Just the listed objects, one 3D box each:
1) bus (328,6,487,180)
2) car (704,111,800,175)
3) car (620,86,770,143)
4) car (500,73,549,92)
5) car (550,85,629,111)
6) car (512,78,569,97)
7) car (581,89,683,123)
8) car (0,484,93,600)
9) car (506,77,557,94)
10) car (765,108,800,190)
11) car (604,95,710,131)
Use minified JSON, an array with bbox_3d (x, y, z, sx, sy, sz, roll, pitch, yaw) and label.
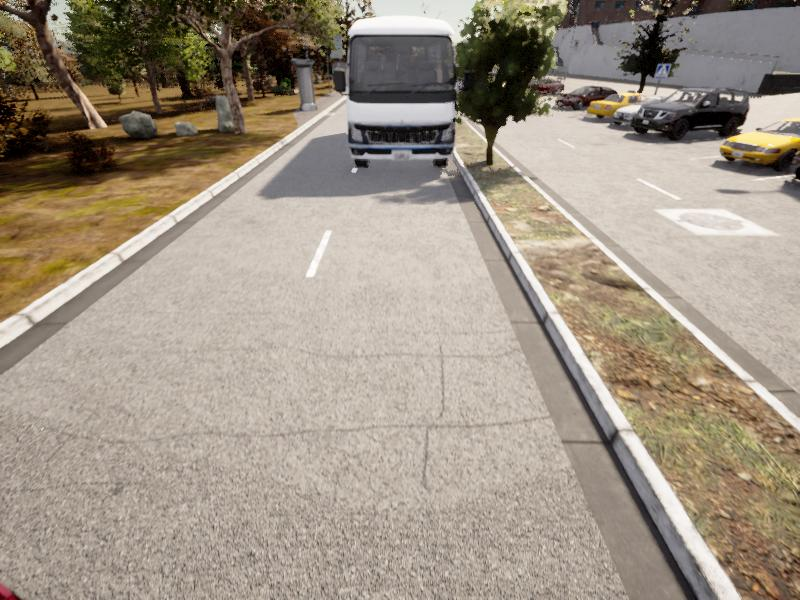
[{"bbox_3d":[0.075,-8.070,15.397,3.944,4.253,10.273,-1,31,-1],"label":"bus"},{"bbox_3d":[13.662,-5.540,13.818,5.366,1.575,1.946,-10,33,-17],"label":"car"},{"bbox_3d":[13.815,-8.859,18.886,5.566,2.045,2.435,-10,33,-17],"label":"car"},{"bbox_3d":[13.827,-24.305,44.619,4.553,1.767,2.185,-10,33,-17],"label":"car"},{"bbox_3d":[13.819,-14.838,29.312,4.792,1.488,2.163,-10,33,-17],"label":"car"},{"bbox_3d":[13.826,-21.065,39.577,4.792,1.488,2.163,-10,33,-17],"label":"car"},{"bbox_3d":[14.013,-11.794,24.231,5.366,1.575,1.946,-10,33,-17],"label":"car"},{"bbox_3d":[-2.998,2.440,0.467,1.994,1.385,4.181,0,30,0],"label":"car"},{"bbox_3d":[13.849,-22.621,42.164,4.674,1.452,2.002,-10,33,-17],"label":"car"},{"bbox_3d":[13.860,-4.253,11.177,5.566,2.045,2.435,-10,32,-17],"label":"car"},{"bbox_3d":[13.843,-10.170,21.621,4.674,1.452,2.002,-10,33,-17],"label":"car"}]
